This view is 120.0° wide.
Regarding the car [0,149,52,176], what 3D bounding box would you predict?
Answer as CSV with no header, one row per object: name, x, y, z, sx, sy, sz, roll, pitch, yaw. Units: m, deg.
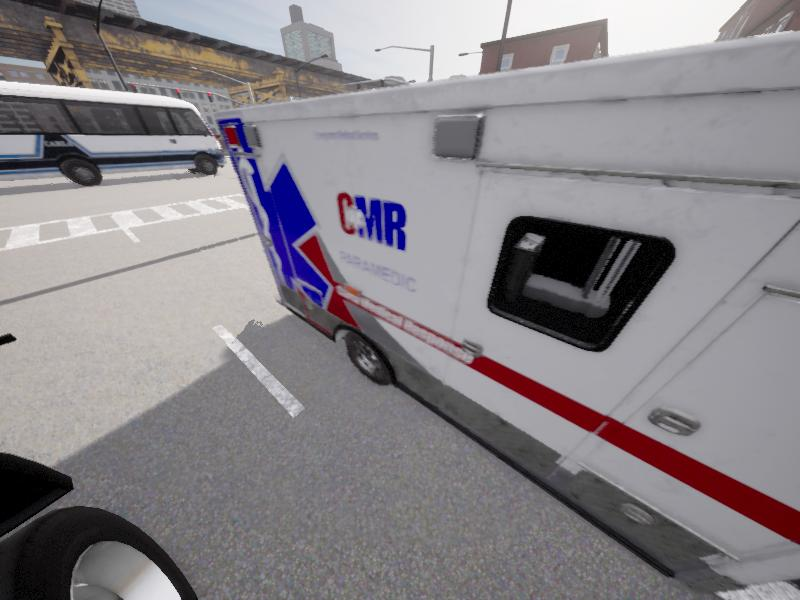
car,-28.441,-9.242,15.629,2.033,1.411,5.357,24,42,30

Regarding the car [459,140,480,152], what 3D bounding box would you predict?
car,13.744,-30.573,45.787,1.932,1.855,4.605,24,42,30

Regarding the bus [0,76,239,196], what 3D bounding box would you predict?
bus,-16.563,-9.415,13.474,3.944,4.253,10.273,24,42,30

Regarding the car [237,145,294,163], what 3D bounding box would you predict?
car,-14.618,-16.152,25.445,1.837,1.490,4.892,24,42,30

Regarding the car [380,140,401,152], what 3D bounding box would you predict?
car,-1.704,-29.067,43.528,1.905,1.878,3.866,24,42,30

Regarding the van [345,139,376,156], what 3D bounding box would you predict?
van,-5.748,-22.862,34.606,1.775,1.987,4.442,24,42,30

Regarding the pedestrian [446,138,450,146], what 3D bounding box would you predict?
pedestrian,14.282,-47.379,69.365,0.751,1.860,0.751,20,40,26

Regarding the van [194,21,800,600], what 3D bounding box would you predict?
van,1.380,-0.069,1.915,6.366,2.431,2.351,25,42,30

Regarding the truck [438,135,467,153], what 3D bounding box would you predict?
truck,9.309,-27.573,40.953,2.627,2.467,5.204,24,40,30

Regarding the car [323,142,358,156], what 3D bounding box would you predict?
car,-9.121,-23.529,35.808,2.242,1.667,4.611,24,42,30

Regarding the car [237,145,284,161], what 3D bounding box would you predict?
car,-16.733,-17.824,27.915,1.994,1.385,4.181,24,42,30

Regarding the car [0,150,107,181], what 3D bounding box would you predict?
car,-24.141,-9.124,15.490,2.033,1.411,5.357,24,42,30

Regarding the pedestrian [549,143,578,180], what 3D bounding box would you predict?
pedestrian,9.721,-8.260,13.789,0.751,1.860,0.751,23,41,29

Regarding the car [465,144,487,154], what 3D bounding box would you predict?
car,13.439,-26.875,40.978,1.994,1.385,4.181,25,42,31
